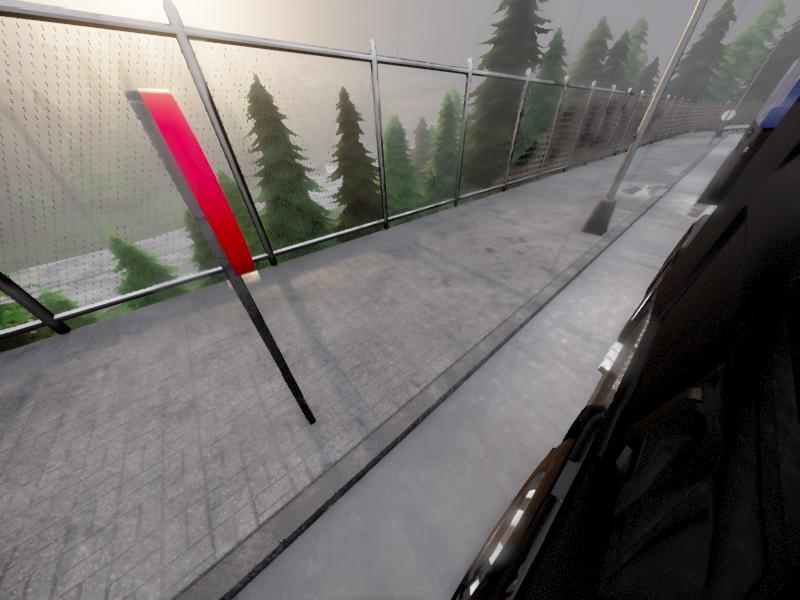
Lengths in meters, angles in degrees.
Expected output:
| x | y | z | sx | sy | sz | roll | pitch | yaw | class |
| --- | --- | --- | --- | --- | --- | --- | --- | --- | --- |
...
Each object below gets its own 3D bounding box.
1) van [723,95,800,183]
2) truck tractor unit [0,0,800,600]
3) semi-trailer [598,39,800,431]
| x | y | z | sx | sy | sz | roll | pitch | yaw | class |
| --- | --- | --- | --- | --- | --- | --- | --- | --- | --- |
| 16.359 | -6.917 | 9.753 | 5.915 | 2.561 | 1.988 | -28 | 44 | -30 | van |
| 2.645 | -0.295 | 0.351 | 6.516 | 4.208 | 3.053 | -28 | 44 | -30 | truck tractor unit |
| 8.699 | -3.605 | 4.226 | 14.254 | 4.402 | 2.717 | -28 | 44 | -30 | semi-trailer |
